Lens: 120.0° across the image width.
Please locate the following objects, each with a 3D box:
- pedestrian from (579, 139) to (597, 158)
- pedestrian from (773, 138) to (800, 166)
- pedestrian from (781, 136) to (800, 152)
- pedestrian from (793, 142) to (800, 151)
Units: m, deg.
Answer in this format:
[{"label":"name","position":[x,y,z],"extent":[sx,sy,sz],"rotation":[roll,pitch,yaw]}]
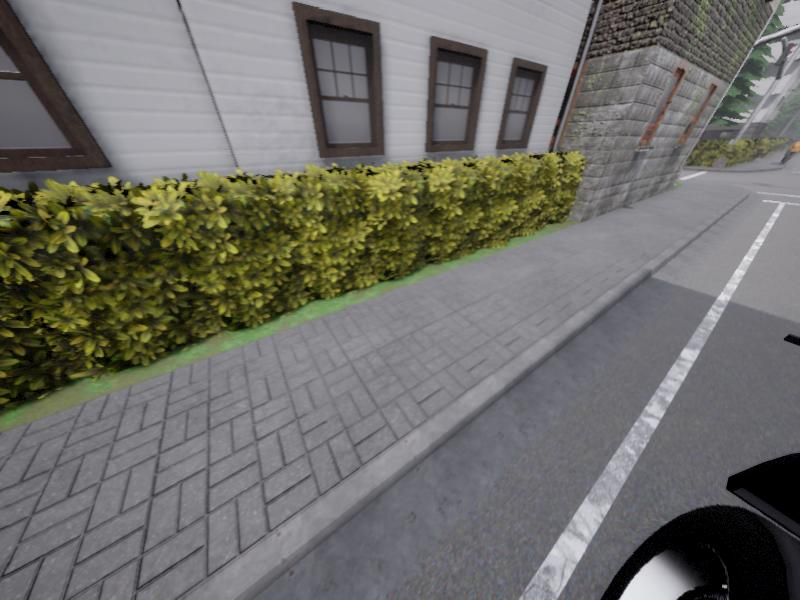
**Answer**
[{"label":"pedestrian","position":[22.305,-18.004,27.391],"extent":[0.751,1.860,0.751],"rotation":[-3,35,-3]},{"label":"pedestrian","position":[31.390,-11.835,18.455],"extent":[0.751,1.860,0.751],"rotation":[-30,45,-35]},{"label":"pedestrian","position":[56.367,-22.387,33.171],"extent":[0.751,1.860,0.751],"rotation":[-19,39,-24]},{"label":"pedestrian","position":[60.313,-23.085,34.607],"extent":[0.751,1.300,0.751],"rotation":[-10,36,-14]}]
